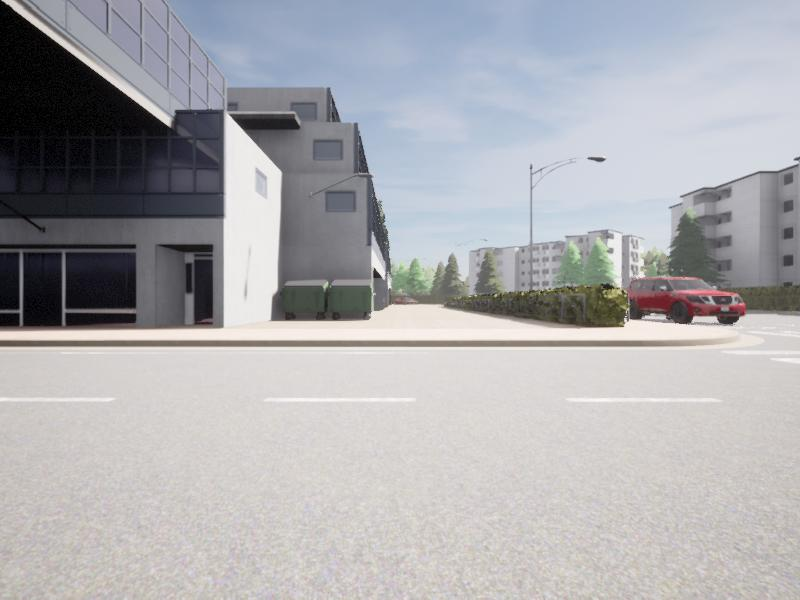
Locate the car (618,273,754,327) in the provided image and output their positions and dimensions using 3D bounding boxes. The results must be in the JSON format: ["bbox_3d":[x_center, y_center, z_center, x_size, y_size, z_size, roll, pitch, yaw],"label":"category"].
[{"bbox_3d":[12.393,-0.039,18.004,2.150,2.045,5.566,0,1,0],"label":"car"}]

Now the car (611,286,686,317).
[{"bbox_3d":[15.906,0.043,25.956,1.932,1.855,4.605,0,2,0],"label":"car"}]
